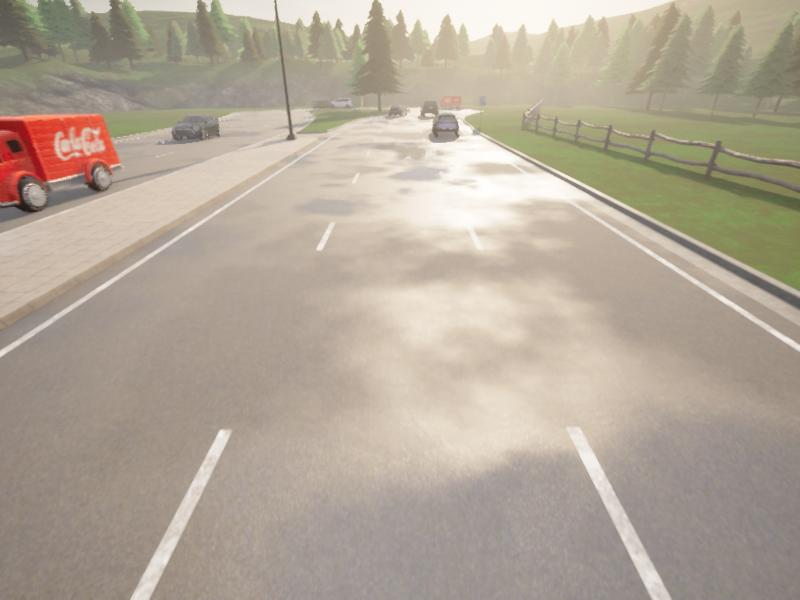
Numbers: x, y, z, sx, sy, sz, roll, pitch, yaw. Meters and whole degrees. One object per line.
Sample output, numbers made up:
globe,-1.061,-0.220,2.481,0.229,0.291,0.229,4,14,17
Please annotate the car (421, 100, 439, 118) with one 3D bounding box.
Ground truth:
car,4.126,-26.699,55.747,2.150,2.045,5.566,-1,28,0

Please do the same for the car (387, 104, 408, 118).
car,-0.238,-26.639,56.294,1.837,1.490,4.892,6,28,12

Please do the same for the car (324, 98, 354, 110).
car,-12.813,-41.228,84.009,5.566,2.045,2.150,-13,30,-22

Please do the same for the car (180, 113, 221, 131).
car,-19.056,-17.161,38.513,1.895,1.301,4.718,-3,28,-4

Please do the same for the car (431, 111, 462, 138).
car,3.580,-13.938,31.602,2.033,1.649,4.856,1,27,2

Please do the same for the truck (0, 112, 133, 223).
truck,-11.515,-4.330,12.391,2.627,2.467,5.204,0,27,0

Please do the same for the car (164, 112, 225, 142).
car,-15.133,-12.937,29.772,2.097,1.767,4.553,-1,27,-1

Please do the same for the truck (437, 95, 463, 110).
truck,9.682,-38.724,78.378,2.627,2.467,5.204,-13,30,-23

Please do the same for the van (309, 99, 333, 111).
van,-15.465,-38.274,78.410,1.775,1.987,4.442,20,34,34
